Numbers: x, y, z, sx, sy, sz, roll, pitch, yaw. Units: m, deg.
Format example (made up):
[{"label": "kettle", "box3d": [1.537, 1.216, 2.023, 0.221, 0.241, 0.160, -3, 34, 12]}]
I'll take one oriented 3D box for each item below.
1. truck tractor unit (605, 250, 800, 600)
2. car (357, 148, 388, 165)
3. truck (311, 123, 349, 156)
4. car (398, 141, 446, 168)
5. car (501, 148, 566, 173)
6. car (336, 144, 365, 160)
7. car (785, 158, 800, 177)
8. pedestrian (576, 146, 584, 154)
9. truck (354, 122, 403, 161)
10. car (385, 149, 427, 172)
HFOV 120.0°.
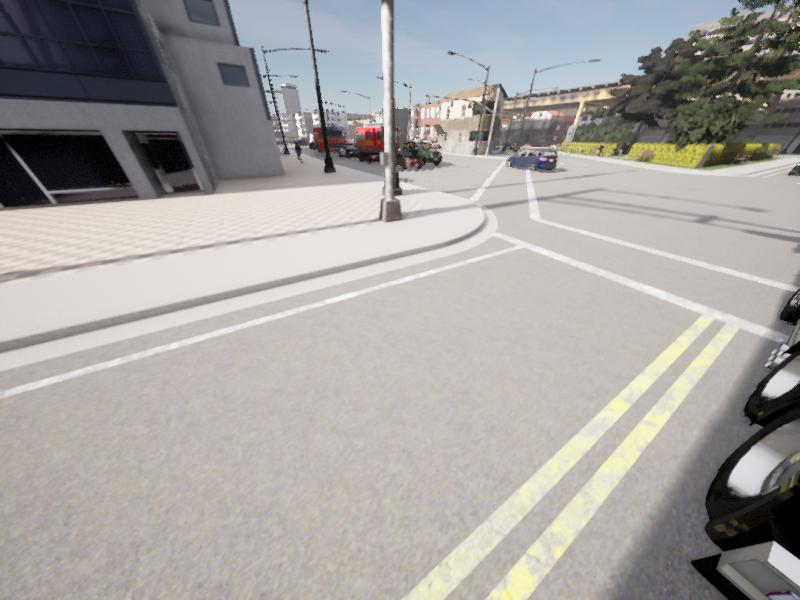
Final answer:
[{"label": "truck tractor unit", "box3d": [5.088, -0.320, 0.827, 6.516, 4.208, 3.053, -19, 39, -25]}, {"label": "car", "box3d": [-3.176, -16.396, 26.241, 1.994, 1.385, 4.181, -18, 39, -24]}, {"label": "truck", "box3d": [-11.198, -25.484, 36.547, 2.891, 3.827, 8.468, -18, 40, -25]}, {"label": "car", "box3d": [2.148, -15.479, 24.413, 2.150, 2.045, 5.566, -18, 39, -25]}, {"label": "car", "box3d": [12.096, -13.026, 21.387, 2.242, 1.667, 4.611, -12, 37, -18]}, {"label": "car", "box3d": [-6.686, -19.971, 31.019, 2.038, 1.542, 4.974, -18, 40, -25]}, {"label": "car", "box3d": [34.412, -11.040, 18.809, 5.027, 1.651, 2.152, -18, 39, -24]}, {"label": "pedestrian", "box3d": [35.576, -29.665, 45.599, 0.751, 1.300, 0.751, 13, 37, 17]}, {"label": "truck", "box3d": [-3.061, -21.421, 31.164, 2.891, 3.827, 8.468, -18, 40, -25]}, {"label": "car", "box3d": [0.428, -12.922, 21.241, 1.816, 1.474, 4.193, -18, 39, -25]}]
